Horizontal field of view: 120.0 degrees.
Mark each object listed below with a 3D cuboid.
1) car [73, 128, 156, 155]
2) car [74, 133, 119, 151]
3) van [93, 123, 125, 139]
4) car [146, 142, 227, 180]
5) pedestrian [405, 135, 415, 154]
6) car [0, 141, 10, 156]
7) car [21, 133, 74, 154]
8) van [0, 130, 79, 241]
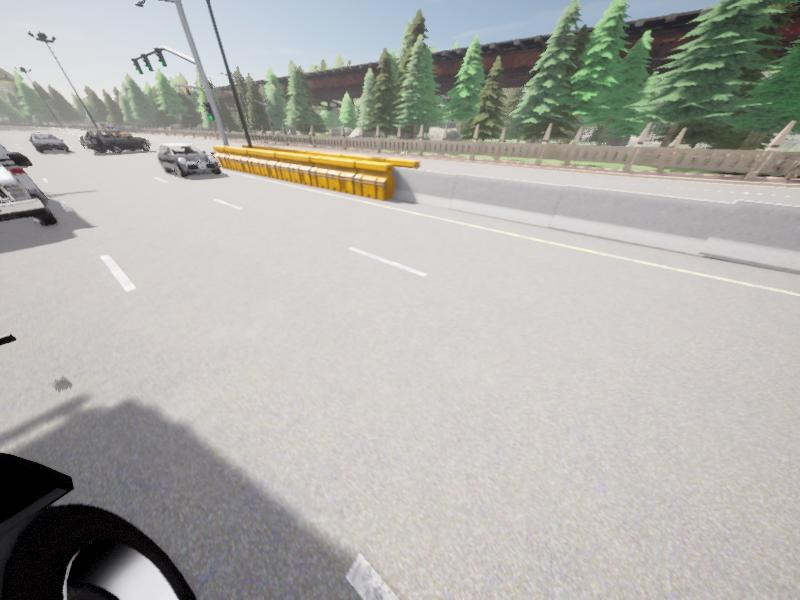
[{"bbox_3d":[-27.335,-15.415,22.431,1.932,1.855,4.605,4,36,2],"label":"car"},{"bbox_3d":[-33.140,-17.282,25.218,4.181,1.385,1.994,23,41,27],"label":"car"},{"bbox_3d":[-59.234,-34.447,46.986,6.366,2.431,2.351,24,42,28],"label":"van"},{"bbox_3d":[-12.044,-7.941,13.058,3.806,1.475,1.970,24,42,28],"label":"car"},{"bbox_3d":[1.183,-18.499,27.521,0.751,1.860,0.751,24,42,28],"label":"pedestrian"},{"bbox_3d":[-34.471,-12.813,18.997,4.181,1.385,1.994,24,42,28],"label":"car"},{"bbox_3d":[-33.261,-14.823,21.798,5.357,1.411,2.033,24,42,28],"label":"car"},{"bbox_3d":[-11.846,-3.416,6.010,6.366,2.431,2.351,22,41,26],"label":"van"}]
